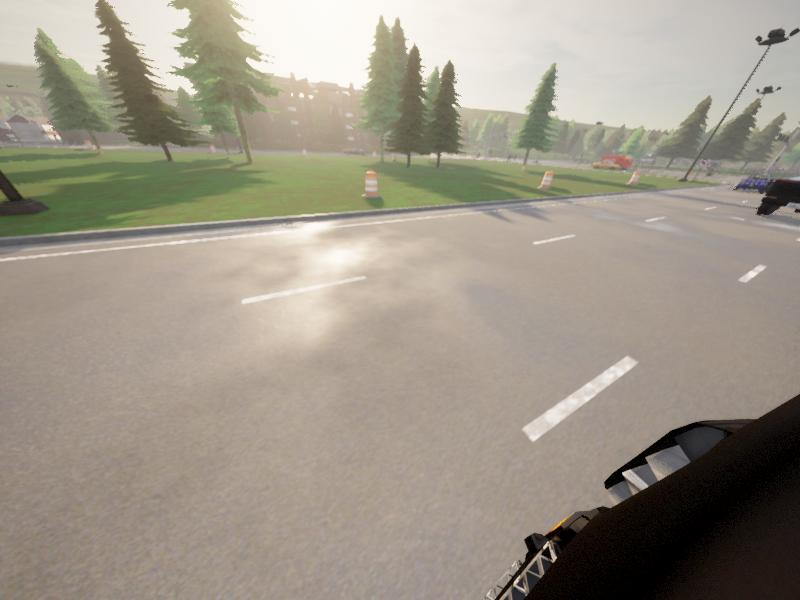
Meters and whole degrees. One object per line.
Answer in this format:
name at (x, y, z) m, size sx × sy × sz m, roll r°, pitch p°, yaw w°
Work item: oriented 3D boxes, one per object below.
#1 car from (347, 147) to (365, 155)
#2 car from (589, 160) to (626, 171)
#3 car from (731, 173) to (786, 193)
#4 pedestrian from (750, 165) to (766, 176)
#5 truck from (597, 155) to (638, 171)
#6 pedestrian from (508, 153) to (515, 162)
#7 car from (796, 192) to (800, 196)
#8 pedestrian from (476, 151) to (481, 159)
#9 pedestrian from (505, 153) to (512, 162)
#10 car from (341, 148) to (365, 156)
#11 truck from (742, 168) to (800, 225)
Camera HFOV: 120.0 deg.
car at (-10.647, -35.921, 55.831) m, size 3.633 × 1.501 × 1.845 m, roll -14°, pitch 37°, yaw -24°
car at (42.855, -27.960, 47.885) m, size 1.801 × 1.575 × 5.366 m, roll -14°, pitch 37°, yaw -24°
car at (34.393, -11.268, 22.178) m, size 4.193 × 1.474 × 1.816 m, roll -15°, pitch 37°, yaw -24°
pedestrian at (72.770, -26.244, 46.952) m, size 0.751 × 1.860 × 0.751 m, roll -13°, pitch 37°, yaw -22°
truck at (45.970, -29.140, 49.055) m, size 2.627 × 2.467 × 5.204 m, roll -14°, pitch 37°, yaw -24°
pedestrian at (26.498, -33.866, 54.936) m, size 0.751 × 1.860 × 0.751 m, roll -11°, pitch 36°, yaw -20°
car at (37.833, -9.955, 20.487) m, size 4.674 × 1.442 × 1.812 m, roll -15°, pitch 37°, yaw -24°
pedestrian at (21.465, -39.553, 63.118) m, size 0.751 × 1.860 × 0.751 m, roll -12°, pitch 36°, yaw -21°
pedestrian at (25.728, -33.739, 54.686) m, size 0.751 × 1.860 × 0.751 m, roll -12°, pitch 36°, yaw -21°
car at (-10.673, -33.621, 52.591) m, size 4.718 × 1.301 × 1.895 m, roll -14°, pitch 37°, yaw -24°
truck at (20.818, -4.959, 11.089) m, size 6.274 × 2.098 × 2.390 m, roll -8°, pitch 35°, yaw -16°
